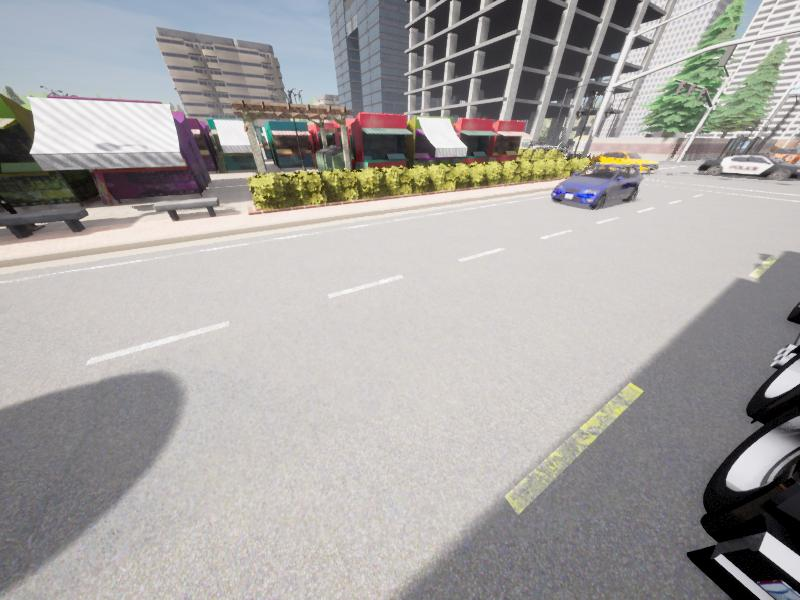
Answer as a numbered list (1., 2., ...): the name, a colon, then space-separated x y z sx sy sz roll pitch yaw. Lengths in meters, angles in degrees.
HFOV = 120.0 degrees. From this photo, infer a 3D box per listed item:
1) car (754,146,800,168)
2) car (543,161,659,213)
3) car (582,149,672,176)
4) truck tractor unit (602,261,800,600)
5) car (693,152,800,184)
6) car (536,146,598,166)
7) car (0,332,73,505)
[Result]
1. car: 41.589 -15.603 25.134 4.553 1.767 2.097 -18 39 -24
2. car: 8.518 -4.928 9.841 4.193 1.474 1.816 -18 39 -24
3. car: 18.786 -11.703 19.519 1.882 1.535 5.008 -10 37 -15
4. truck tractor unit: 5.104 -0.307 0.788 6.516 4.208 3.053 -19 39 -24
5. car: 25.623 -9.704 16.752 2.038 1.542 4.974 -18 39 -24
6. car: 18.843 -16.579 26.396 1.930 1.638 5.238 -18 39 -24
7. car: -5.123 1.599 0.365 4.792 1.488 2.163 -19 39 -26
